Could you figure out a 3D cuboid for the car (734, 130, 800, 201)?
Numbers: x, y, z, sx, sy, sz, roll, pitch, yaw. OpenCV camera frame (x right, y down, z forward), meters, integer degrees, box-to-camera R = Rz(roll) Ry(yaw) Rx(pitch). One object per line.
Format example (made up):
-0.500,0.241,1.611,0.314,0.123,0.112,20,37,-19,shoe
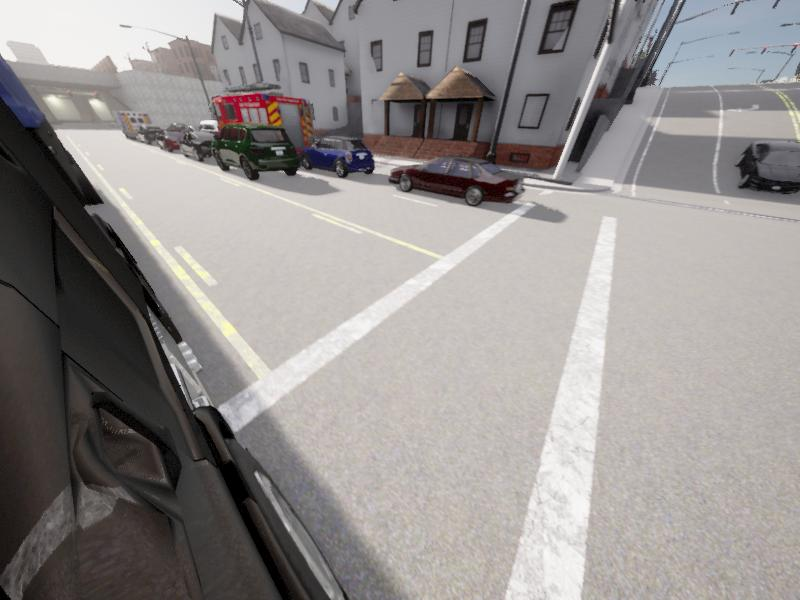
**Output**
19.989,-7.301,12.283,1.882,1.535,5.008,27,59,29,car

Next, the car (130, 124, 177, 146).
-23.685,-15.893,22.173,4.892,1.490,1.837,28,44,30,car

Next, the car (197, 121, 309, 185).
-7.198,-7.311,11.267,5.566,2.045,2.150,28,44,30,car

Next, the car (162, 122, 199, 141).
-25.915,-19.876,27.262,3.988,1.617,1.851,28,44,30,car

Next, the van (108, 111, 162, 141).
-29.554,-19.416,25.738,6.366,2.431,2.351,28,44,30,van

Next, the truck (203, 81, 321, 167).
-9.549,-12.040,15.955,8.468,3.827,2.891,28,44,30,truck

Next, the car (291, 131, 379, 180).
-3.517,-7.982,12.601,4.553,1.767,2.097,28,44,30,car

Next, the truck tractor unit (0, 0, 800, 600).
-2.645,-0.295,0.351,6.516,4.208,3.053,28,44,30,truck tractor unit

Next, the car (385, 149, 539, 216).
2.097,-4.838,9.087,5.357,1.411,2.033,26,43,28,car

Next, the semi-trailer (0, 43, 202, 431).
-8.699,-3.599,4.233,14.254,4.402,2.717,28,44,30,semi-trailer

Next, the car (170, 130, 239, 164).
-12.841,-10.099,15.104,4.892,1.490,1.837,28,44,30,car

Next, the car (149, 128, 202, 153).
-17.908,-12.739,18.422,4.181,1.385,1.994,30,44,31,car

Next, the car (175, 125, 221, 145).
-21.187,-17.302,24.195,4.902,1.511,2.128,28,44,30,car

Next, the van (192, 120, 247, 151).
-16.256,-14.888,20.834,4.480,2.038,2.069,28,44,30,van
